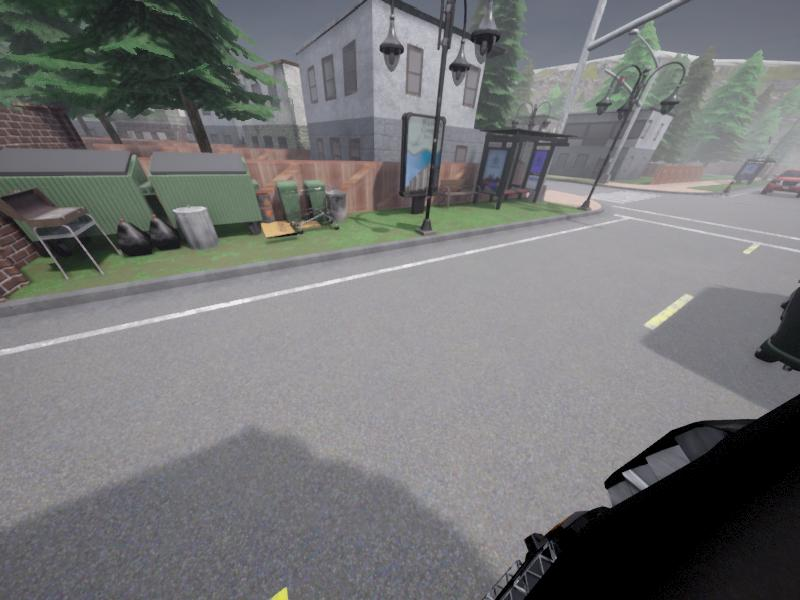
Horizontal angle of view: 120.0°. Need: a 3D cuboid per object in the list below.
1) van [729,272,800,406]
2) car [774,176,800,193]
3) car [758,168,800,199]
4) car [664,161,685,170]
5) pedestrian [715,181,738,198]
[{"bbox_3d":[6.538,-0.030,2.698,4.442,1.987,1.775,-16,38,-26],"label":"van"},{"bbox_3d":[41.472,-12.011,23.985,4.181,1.385,1.994,-16,38,-26],"label":"car"},{"bbox_3d":[34.579,-10.316,20.289,5.566,2.045,2.150,-16,38,-26],"label":"car"},{"bbox_3d":[70.483,-34.408,59.213,4.605,1.855,1.932,-17,38,-27],"label":"car"},{"bbox_3d":[24.163,-8.185,17.091,0.500,1.100,0.500,-22,41,-33],"label":"pedestrian"}]
